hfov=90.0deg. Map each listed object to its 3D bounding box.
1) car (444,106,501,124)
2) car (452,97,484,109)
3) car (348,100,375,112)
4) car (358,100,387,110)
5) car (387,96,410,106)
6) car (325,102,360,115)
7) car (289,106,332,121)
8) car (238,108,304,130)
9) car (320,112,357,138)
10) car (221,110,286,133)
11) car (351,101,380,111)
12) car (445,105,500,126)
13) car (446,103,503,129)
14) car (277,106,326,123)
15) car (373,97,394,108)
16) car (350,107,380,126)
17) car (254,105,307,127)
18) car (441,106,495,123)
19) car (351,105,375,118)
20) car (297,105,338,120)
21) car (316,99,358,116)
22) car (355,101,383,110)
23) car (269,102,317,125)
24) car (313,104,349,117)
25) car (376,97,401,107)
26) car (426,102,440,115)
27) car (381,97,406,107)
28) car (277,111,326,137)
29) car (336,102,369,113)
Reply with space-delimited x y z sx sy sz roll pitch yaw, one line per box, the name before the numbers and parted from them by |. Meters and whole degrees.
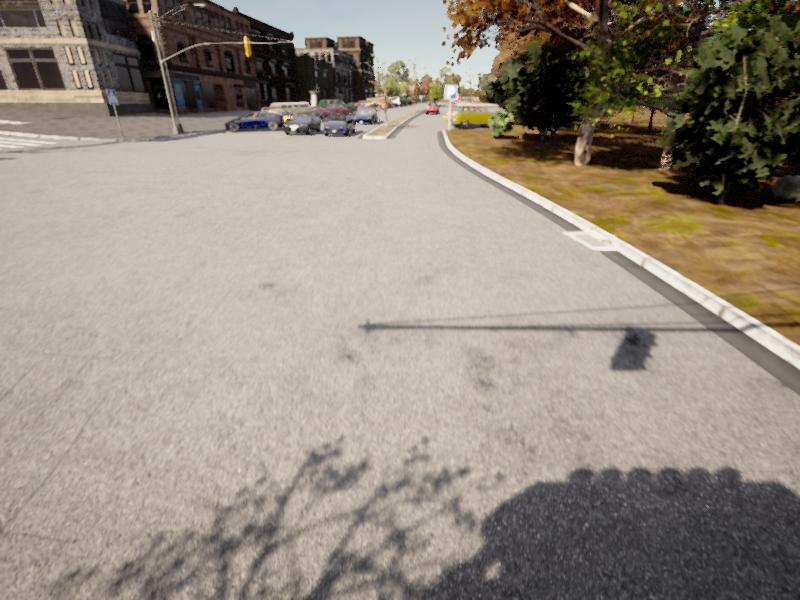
car | 7.433 -19.010 41.189 5.366 1.575 1.946 -6 28 -13
car | 13.581 -39.433 80.113 5.566 2.045 2.435 -4 28 -9
car | -6.789 -34.295 70.539 4.553 1.767 2.185 -6 28 -9
car | -5.468 -38.263 78.492 5.366 1.575 1.946 -6 28 -9
car | -0.407 -50.744 102.077 5.566 2.045 2.435 -5 27 -8
car | -8.636 -28.701 59.986 5.008 1.535 2.097 -7 27 -11
car | -10.494 -21.784 46.682 4.674 1.452 2.002 -7 28 -12
car | -11.493 -16.330 36.023 5.366 1.575 1.946 -8 28 -13
car | -4.429 -12.915 29.475 1.816 1.474 4.193 2 27 4
car | -12.098 -14.916 33.376 4.792 1.488 2.163 -8 28 -14
car | -6.304 -35.550 73.245 4.892 1.521 2.231 -6 28 -9
car | 6.938 -17.743 38.467 4.553 1.767 2.185 -6 28 -13
car | 6.594 -16.466 35.778 4.442 1.987 1.878 -6 28 -13
car | -10.826 -20.441 43.999 4.892 1.521 2.231 -7 28 -12
car | -3.570 -42.580 86.345 4.442 1.987 1.878 -5 27 -8
car | -3.434 -18.348 39.976 2.163 1.488 4.792 3 27 5
car | -11.439 -17.791 38.592 4.553 1.767 2.185 -8 28 -13
car | 7.377 -20.324 43.719 5.366 1.575 1.946 -6 28 -12
car | -4.838 -25.119 53.180 2.033 1.411 5.357 3 28 6
car | -10.162 -23.163 49.353 4.674 1.452 2.002 -7 28 -12
car | -9.017 -27.555 57.219 5.566 2.045 2.435 -7 27 -11
car | -5.816 -36.919 75.891 5.008 1.535 2.097 -6 27 -9
car | -11.014 -19.280 41.252 4.442 1.987 1.878 -8 28 -13
car | -9.427 -25.914 54.677 4.674 1.452 2.002 -7 28 -11
car | -2.628 -45.302 91.558 5.566 2.045 2.435 -5 28 -8
car | 4.948 -28.676 59.810 1.851 1.617 3.988 4 28 7
car | -1.544 -48.017 96.808 5.566 2.045 2.435 -5 28 -8
car | -7.361 -13.484 30.542 2.128 1.511 4.902 2 27 4
car | -7.751 -31.443 65.292 5.008 1.535 2.097 -6 28 -10
